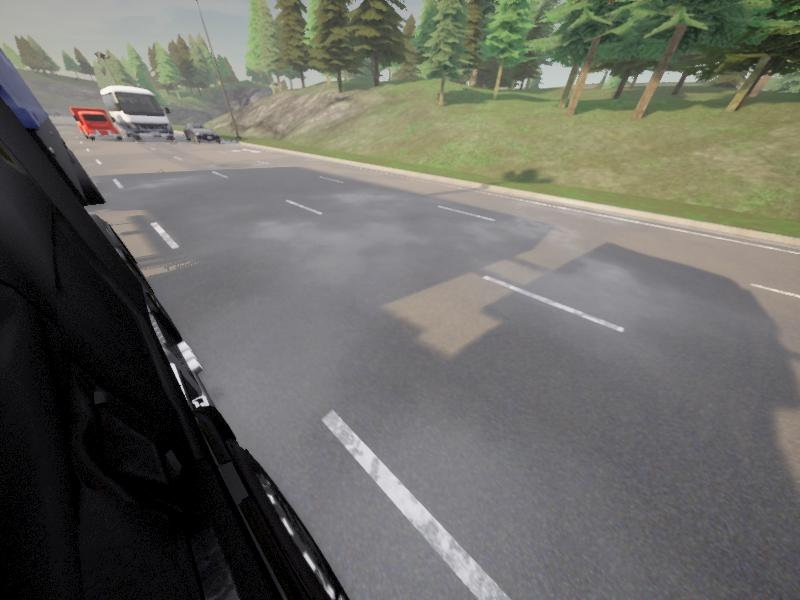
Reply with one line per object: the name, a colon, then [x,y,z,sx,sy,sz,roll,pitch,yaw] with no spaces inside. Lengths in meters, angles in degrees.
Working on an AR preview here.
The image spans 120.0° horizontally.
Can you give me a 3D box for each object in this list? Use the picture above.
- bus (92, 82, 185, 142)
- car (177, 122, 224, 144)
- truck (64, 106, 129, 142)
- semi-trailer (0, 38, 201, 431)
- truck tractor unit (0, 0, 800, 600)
bus: [-27.980,-19.828,24.698,10.273,4.253,3.944,29,44,30]
car: [-21.196,-17.708,24.521,5.027,1.651,2.152,29,44,30]
truck: [-28.831,-16.701,21.954,5.204,2.467,2.627,29,44,30]
semi-trailer: [-8.670,-3.633,4.244,14.254,4.402,2.717,29,44,30]
truck tractor unit: [-2.645,-0.295,0.351,6.516,4.208,3.053,28,44,30]
